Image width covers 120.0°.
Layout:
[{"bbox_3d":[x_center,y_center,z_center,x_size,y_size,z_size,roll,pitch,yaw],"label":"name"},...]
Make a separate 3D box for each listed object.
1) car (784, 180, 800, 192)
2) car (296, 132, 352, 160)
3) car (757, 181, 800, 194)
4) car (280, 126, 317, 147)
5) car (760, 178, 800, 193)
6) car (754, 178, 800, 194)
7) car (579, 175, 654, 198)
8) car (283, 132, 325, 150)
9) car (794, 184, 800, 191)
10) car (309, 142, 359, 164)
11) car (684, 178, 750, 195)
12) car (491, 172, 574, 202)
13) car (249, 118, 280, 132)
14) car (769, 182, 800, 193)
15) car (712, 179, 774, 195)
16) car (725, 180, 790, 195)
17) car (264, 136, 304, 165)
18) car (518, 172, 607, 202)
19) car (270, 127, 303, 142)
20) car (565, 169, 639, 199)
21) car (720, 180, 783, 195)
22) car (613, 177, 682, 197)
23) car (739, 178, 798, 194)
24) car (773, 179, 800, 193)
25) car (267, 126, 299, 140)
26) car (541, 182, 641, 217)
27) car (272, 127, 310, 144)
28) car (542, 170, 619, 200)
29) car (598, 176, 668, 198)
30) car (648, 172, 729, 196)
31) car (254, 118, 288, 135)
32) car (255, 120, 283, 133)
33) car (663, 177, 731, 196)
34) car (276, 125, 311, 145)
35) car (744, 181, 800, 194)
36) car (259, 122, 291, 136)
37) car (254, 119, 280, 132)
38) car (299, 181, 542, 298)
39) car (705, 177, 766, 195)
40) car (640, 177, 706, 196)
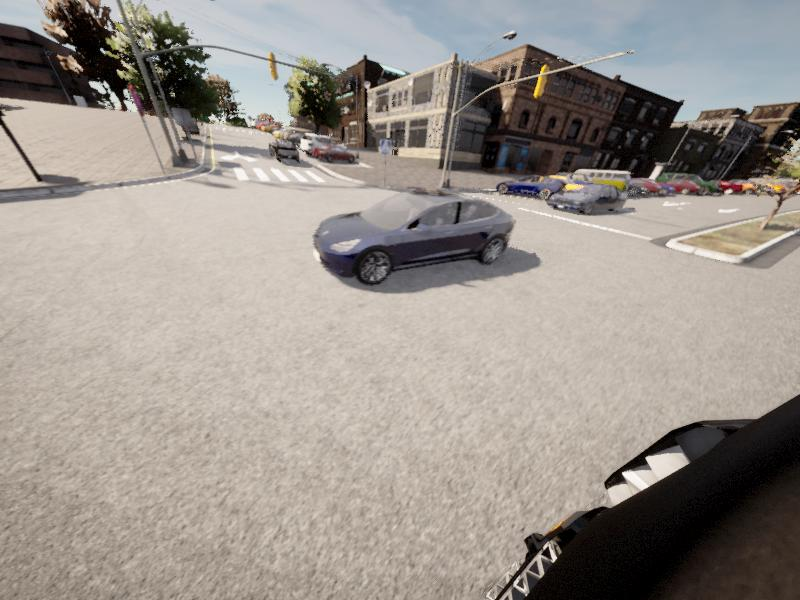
[{"bbox_3d":[81.724,-22.358,45.571,2.435,2.045,5.566,-23,40,-36],"label":"car"},{"bbox_3d":[-8.308,-17.198,25.940,2.435,2.045,5.566,30,40,26],"label":"car"},{"bbox_3d":[67.729,-19.810,40.676,2.097,1.535,5.008,-23,40,-36],"label":"car"},{"bbox_3d":[-14.725,-23.761,33.719,1.878,1.987,4.442,30,40,26],"label":"car"},{"bbox_3d":[70.512,-20.502,41.566,2.435,2.045,5.566,-23,40,-36],"label":"car"},{"bbox_3d":[65.027,-19.485,39.476,1.878,1.987,4.442,-23,40,-36],"label":"car"},{"bbox_3d":[20.680,-11.014,22.228,4.892,1.521,2.231,28,39,35],"label":"car"},{"bbox_3d":[-13.112,-21.962,31.961,2.231,1.521,4.892,30,40,26],"label":"car"},{"bbox_3d":[87.312,-23.295,47.587,2.435,2.045,5.566,-23,40,-36],"label":"car"},{"bbox_3d":[-6.773,-15.292,24.124,2.002,1.452,4.674,29,40,26],"label":"car"},{"bbox_3d":[42.620,-15.433,31.339,2.097,1.535,5.008,-25,41,-37],"label":"car"},{"bbox_3d":[9.858,-8.652,17.507,4.792,1.488,2.163,27,39,34],"label":"car"},{"bbox_3d":[-32.322,-41.881,55.335,2.435,2.045,5.566,25,36,29],"label":"car"},{"bbox_3d":[73.313,-20.749,42.693,2.097,1.535,5.008,-23,40,-36],"label":"car"},{"bbox_3d":[50.972,-16.940,34.531,2.231,1.521,4.892,-24,40,-36],"label":"car"},{"bbox_3d":[56.421,-17.994,36.721,1.946,1.575,5.366,-24,40,-36],"label":"car"},{"bbox_3d":[-10.395,-13.384,20.632,2.128,1.511,4.902,-15,42,-30],"label":"car"},{"bbox_3d":[12.723,-9.136,18.471,5.366,1.575,1.946,27,39,34],"label":"car"},{"bbox_3d":[-19.446,-28.581,39.862,2.002,1.452,4.674,30,40,26],"label":"car"},{"bbox_3d":[18.072,-10.567,20.839,4.442,1.987,1.878,28,39,35],"label":"car"},{"bbox_3d":[53.755,-17.440,35.589,2.097,1.535,5.008,-23,40,-37],"label":"car"},{"bbox_3d":[26.120,-12.139,24.607,4.674,1.452,2.002,29,39,36],"label":"car"},{"bbox_3d":[59.434,-18.540,37.445,1.878,1.987,4.442,-23,40,-36],"label":"car"},{"bbox_3d":[76.094,-21.440,43.582,2.435,2.045,5.566,-23,40,-36],"label":"car"},{"bbox_3d":[-21.049,-30.242,41.823,2.002,1.452,4.674,29,40,26],"label":"car"},{"bbox_3d":[11.021,-5.911,13.310,5.357,1.411,2.033,-13,36,-25],"label":"car"},{"bbox_3d":[-17.746,-27.026,37.996,1.946,1.575,5.366,29,40,26],"label":"car"},{"bbox_3d":[15.260,-9.936,19.759,4.553,1.767,2.185,28,39,34],"label":"car"},{"bbox_3d":[23.397,-11.559,23.425,4.674,1.452,2.002,28,40,35],"label":"car"},{"bbox_3d":[34.372,-14.050,27.882,2.435,2.045,5.566,-25,41,-38],"label":"car"},{"bbox_3d":[-27.434,-37.082,49.451,2.435,2.045,5.566,29,39,25],"label":"car"},{"bbox_3d":[-29.094,-38.645,51.482,2.185,1.767,4.553,28,39,26],"label":"car"},{"bbox_3d":[37.090,-14.387,29.151,2.097,1.535,5.008,-25,41,-38],"label":"car"},{"bbox_3d":[-16.313,-25.425,35.688,1.878,1.987,4.442,30,40,26],"label":"car"},{"bbox_3d":[62.116,-18.854,38.682,2.163,1.488,4.792,-23,40,-36],"label":"car"},{"bbox_3d":[-25.726,-35.312,47.792,1.946,1.575,5.366,29,39,26],"label":"car"},{"bbox_3d":[-30.685,-40.276,53.471,2.185,1.767,4.553,27,37,27],"label":"car"},{"bbox_3d":[0.530,-1.666,5.299,4.792,1.488,2.163,-12,36,-26],"label":"car"},{"bbox_3d":[48.195,-16.547,33.403,2.185,1.767,4.553,-24,41,-37],"label":"car"},{"bbox_3d":[31.588,-13.259,26.909,2.002,1.452,4.674,-26,42,-38],"label":"car"}]
